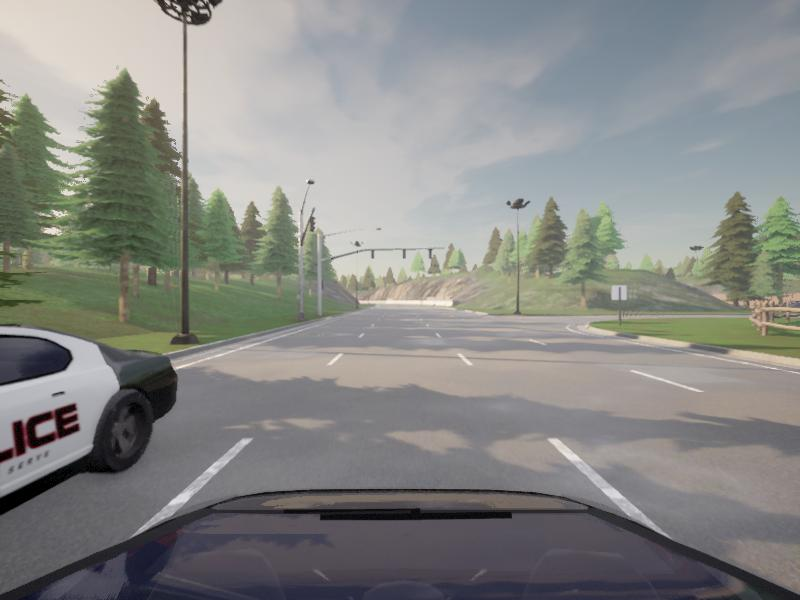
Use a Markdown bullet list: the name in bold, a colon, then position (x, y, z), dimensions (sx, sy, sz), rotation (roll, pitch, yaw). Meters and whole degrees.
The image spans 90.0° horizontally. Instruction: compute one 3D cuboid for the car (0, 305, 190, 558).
- **car**: position (-3.500, 0.830, 2.233), dimensions (2.038, 1.542, 4.974), rotation (0, 0, 0)
